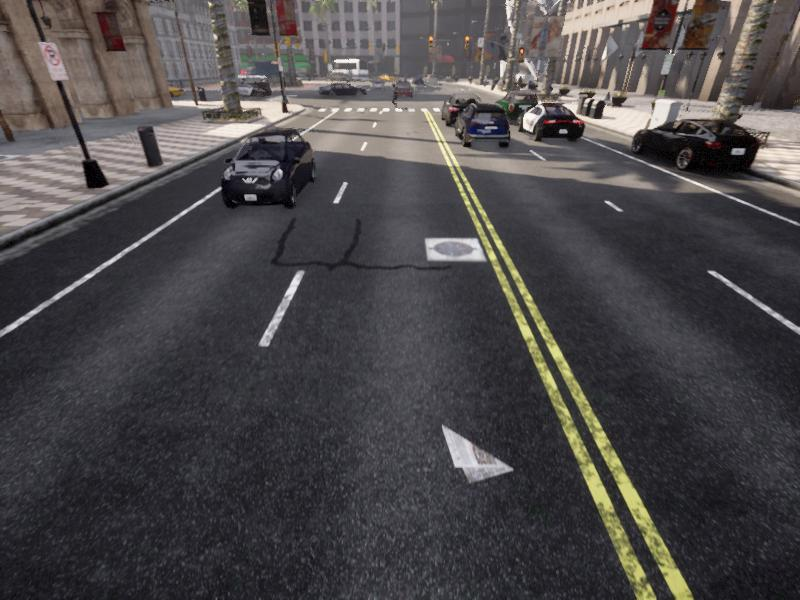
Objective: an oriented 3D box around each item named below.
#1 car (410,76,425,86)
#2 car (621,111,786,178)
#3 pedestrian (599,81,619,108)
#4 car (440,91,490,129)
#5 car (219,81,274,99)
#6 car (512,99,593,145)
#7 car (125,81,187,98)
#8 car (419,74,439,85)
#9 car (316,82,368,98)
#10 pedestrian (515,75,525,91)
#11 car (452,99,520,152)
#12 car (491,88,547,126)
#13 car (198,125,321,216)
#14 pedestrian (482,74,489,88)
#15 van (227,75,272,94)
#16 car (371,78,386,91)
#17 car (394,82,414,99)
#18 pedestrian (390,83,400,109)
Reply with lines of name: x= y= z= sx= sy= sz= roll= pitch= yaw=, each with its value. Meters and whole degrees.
car: x=3.130 y=-39.372 z=71.793 sx=1.845 sy=1.501 sz=3.633 roll=-5 pitch=31 yaw=-9
car: x=10.339 y=-5.686 z=14.274 sx=2.163 sy=1.488 sz=4.792 roll=0 pitch=30 yaw=0
pedestrian: x=16.230 y=-15.968 z=31.132 sx=0.751 sy=1.860 sz=0.751 roll=1 pitch=30 yaw=1
car: x=3.746 y=-11.473 z=23.963 sx=2.242 sy=1.667 sz=4.611 roll=0 pitch=30 yaw=0
car: x=-16.694 y=-22.926 z=43.651 sx=4.974 sy=1.542 sz=2.038 roll=0 pitch=30 yaw=0
car: x=7.203 y=-8.825 z=19.582 sx=2.038 sy=1.542 sz=4.974 roll=0 pitch=30 yaw=0
car: x=-26.515 y=-22.982 z=43.674 sx=5.366 sy=1.575 sz=1.801 roll=0 pitch=30 yaw=0
car: x=5.486 y=-41.959 z=76.081 sx=2.242 sy=1.667 sz=4.611 roll=-8 pitch=31 yaw=-14
car: x=-6.512 y=-23.584 z=44.924 sx=5.357 sy=1.411 sz=2.033 roll=-10 pitch=32 yaw=-16
pedestrian: x=15.942 y=-28.900 z=53.237 sx=0.751 sy=1.860 sz=0.751 roll=-10 pitch=32 yaw=-16
car: x=3.687 y=-8.003 z=18.075 sx=2.033 sy=1.649 sz=4.856 roll=0 pitch=30 yaw=0
car: x=7.255 y=-12.105 z=24.927 sx=2.097 sy=1.767 sz=4.553 roll=0 pitch=30 yaw=0
car: x=-3.395 y=-3.543 z=10.532 sx=1.845 sy=1.501 sz=3.633 roll=0 pitch=31 yaw=0
pedestrian: x=12.862 y=-32.962 z=60.176 sx=0.751 sy=1.860 sz=0.751 roll=6 pitch=31 yaw=10
van: x=-18.544 y=-26.708 z=49.602 sx=4.480 sy=2.038 sz=2.069 roll=0 pitch=30 yaw=1
car: x=-3.005 y=-30.481 z=56.580 sx=1.845 sy=1.501 sz=3.633 roll=0 pitch=31 yaw=0
car: x=0.442 y=-23.249 z=44.276 sx=2.163 sy=1.488 sz=4.792 roll=0 pitch=30 yaw=0
pedestrian: x=-0.414 y=-16.251 z=31.888 sx=0.751 sy=1.860 sz=0.751 roll=-2 pitch=30 yaw=-3
